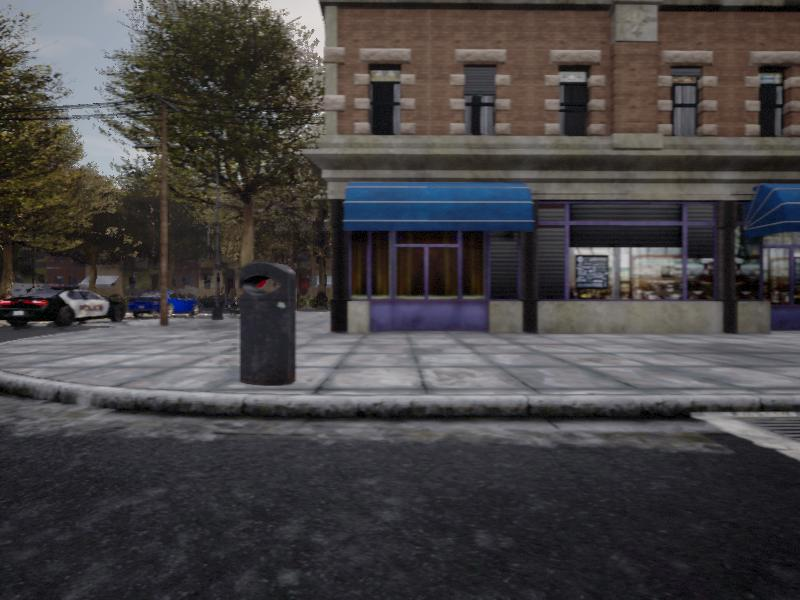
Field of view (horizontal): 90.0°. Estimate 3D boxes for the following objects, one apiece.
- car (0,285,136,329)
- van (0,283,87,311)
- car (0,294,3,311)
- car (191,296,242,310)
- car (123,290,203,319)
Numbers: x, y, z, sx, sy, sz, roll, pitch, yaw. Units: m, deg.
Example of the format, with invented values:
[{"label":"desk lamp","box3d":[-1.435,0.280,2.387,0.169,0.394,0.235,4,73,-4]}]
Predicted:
[{"label":"car","box3d":[-13.484,0.228,16.484,2.038,1.542,4.974,0,1,-3]},{"label":"van","box3d":[-32.561,-0.235,36.350,6.366,2.431,2.351,0,0,-1]},{"label":"car","box3d":[-39.566,0.220,36.280,4.902,1.511,2.128,0,0,-1]},{"label":"car","box3d":[-18.327,0.300,39.996,4.181,1.385,1.994,0,0,-1]},{"label":"car","box3d":[-13.721,0.217,23.596,1.882,1.535,5.008,0,0,-2]}]
